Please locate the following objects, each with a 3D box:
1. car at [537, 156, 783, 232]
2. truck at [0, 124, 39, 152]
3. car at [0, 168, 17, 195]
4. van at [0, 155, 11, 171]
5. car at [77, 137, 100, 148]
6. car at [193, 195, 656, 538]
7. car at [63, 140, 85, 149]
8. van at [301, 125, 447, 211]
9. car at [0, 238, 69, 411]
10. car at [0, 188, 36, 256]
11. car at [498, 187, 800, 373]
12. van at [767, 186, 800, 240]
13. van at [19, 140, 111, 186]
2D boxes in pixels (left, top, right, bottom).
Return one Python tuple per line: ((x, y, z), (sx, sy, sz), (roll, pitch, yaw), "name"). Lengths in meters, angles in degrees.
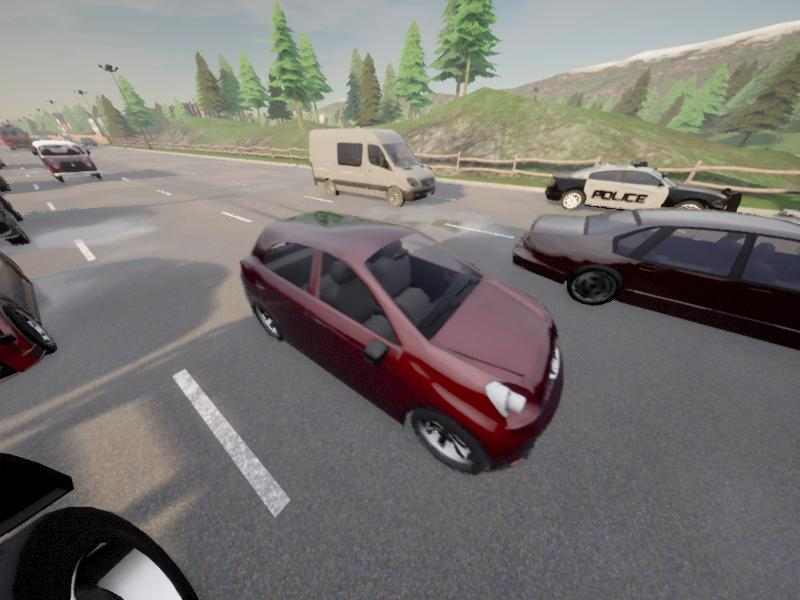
((8.240, -4.018, 8.279), (5.238, 1.638, 1.930), (22, 41, 28), "car")
((-69.499, -29.265, 41.685), (8.468, 3.827, 2.891), (22, 41, 28), "truck")
((-20.849, -5.982, 10.988), (4.792, 1.488, 2.163), (22, 41, 28), "car")
((-34.497, -11.941, 18.536), (6.366, 2.431, 2.351), (22, 41, 28), "van")
((-76.376, -38.724, 56.645), (5.566, 2.045, 2.150), (22, 41, 28), "car")
((-0.162, -0.018, 2.621), (3.633, 1.501, 1.845), (22, 41, 28), "car")
((-70.985, -33.797, 50.241), (3.806, 1.475, 1.970), (22, 41, 28), "car")
((-1.274, -5.786, 9.943), (5.915, 2.561, 1.988), (22, 40, 28), "van")
((-6.058, 0.118, 2.551), (4.181, 1.385, 1.994), (22, 40, 28), "car")
((-11.608, -2.271, 5.656), (5.027, 1.651, 2.152), (22, 41, 28), "car")
((4.636, -0.468, 3.415), (5.357, 1.411, 2.033), (22, 41, 28), "car")
((14.106, -1.945, 4.692), (6.366, 2.431, 2.351), (22, 41, 28), "van")
((-20.058, -8.349, 13.873), (4.480, 2.038, 2.069), (22, 41, 28), "van")
